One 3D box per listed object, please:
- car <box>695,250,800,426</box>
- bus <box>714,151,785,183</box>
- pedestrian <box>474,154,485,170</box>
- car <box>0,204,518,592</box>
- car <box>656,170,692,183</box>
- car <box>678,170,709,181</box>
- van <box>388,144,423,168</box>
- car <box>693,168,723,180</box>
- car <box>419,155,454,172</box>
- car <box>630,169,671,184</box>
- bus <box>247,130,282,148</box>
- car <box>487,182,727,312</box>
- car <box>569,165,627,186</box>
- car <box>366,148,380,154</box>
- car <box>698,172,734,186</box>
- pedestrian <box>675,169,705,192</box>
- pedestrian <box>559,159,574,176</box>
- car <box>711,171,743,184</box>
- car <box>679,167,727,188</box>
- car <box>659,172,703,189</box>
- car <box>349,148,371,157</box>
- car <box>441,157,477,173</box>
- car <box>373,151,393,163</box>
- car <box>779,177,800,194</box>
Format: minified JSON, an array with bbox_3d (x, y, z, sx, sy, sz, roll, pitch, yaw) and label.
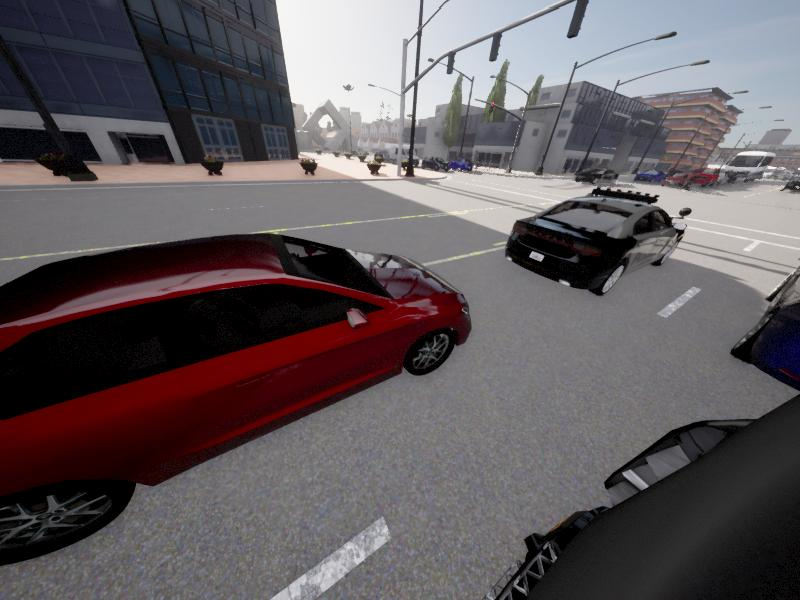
[{"bbox_3d":[6.340,0.235,2.776,4.792,1.488,2.163,-16,38,-26],"label":"car"},{"bbox_3d":[59.334,-22.680,39.282,10.273,4.253,3.944,-17,38,-26],"label":"bus"},{"bbox_3d":[11.139,-19.264,32.213,0.751,1.860,0.751,-24,42,-35],"label":"pedestrian"},{"bbox_3d":[-1.189,0.152,2.295,4.193,1.474,1.816,-16,38,-26],"label":"car"},{"bbox_3d":[40.196,-18.181,33.878,4.892,1.490,1.837,-16,38,-26],"label":"car"},{"bbox_3d":[48.170,-20.477,37.972,4.181,1.385,1.994,-17,38,-26],"label":"car"},{"bbox_3d":[0.623,-20.772,33.158,1.988,2.561,5.915,-15,38,-26],"label":"van"},{"bbox_3d":[55.604,-22.790,41.662,5.008,1.535,1.882,-17,38,-26],"label":"car"},{"bbox_3d":[4.321,-16.609,28.135,1.816,1.474,4.193,-15,38,-26],"label":"car"},{"bbox_3d":[32.374,-15.983,29.838,5.008,1.535,1.882,-16,38,-27],"label":"car"},{"bbox_3d":[-42.672,-50.920,73.350,3.944,4.253,10.273,6,33,4],"label":"bus"},{"bbox_3d":[4.752,-1.608,5.289,5.238,1.638,1.930,-16,38,-26],"label":"car"},{"bbox_3d":[20.543,-12.954,24.019,5.238,1.638,1.930,-11,36,-22],"label":"car"},{"bbox_3d":[-9.986,-56.146,87.009,4.856,1.649,2.033,7,33,6],"label":"car"},{"bbox_3d":[45.349,-17.415,33.144,4.674,1.442,1.812,-16,38,-26],"label":"car"},{"bbox_3d":[27.914,-11.502,22.274,0.751,1.860,0.751,10,34,10],"label":"pedestrian"},{"bbox_3d":[22.235,-17.631,30.818,0.751,1.860,0.751,-16,38,-28],"label":"pedestrian"},{"bbox_3d":[50.677,-19.007,35.837,4.193,1.474,1.816,-17,38,-26],"label":"car"},{"bbox_3d":[38.872,-15.783,29.656,5.566,2.045,2.150,-16,38,-26],"label":"car"},{"bbox_3d":[31.773,-13.532,26.136,4.674,1.442,1.812,-16,38,-26],"label":"car"},{"bbox_3d":[-9.775,-36.544,57.158,4.974,1.542,2.038,-17,38,-28],"label":"car"},{"bbox_3d":[7.446,-17.329,29.549,1.816,1.474,4.193,-16,38,-27],"label":"car"},{"bbox_3d":[-2.806,-23.660,38.155,1.845,1.501,3.633,-16,38,-27],"label":"car"},{"bbox_3d":[49.117,-14.058,28.295,5.008,1.535,1.882,-16,38,-26],"label":"car"}]
